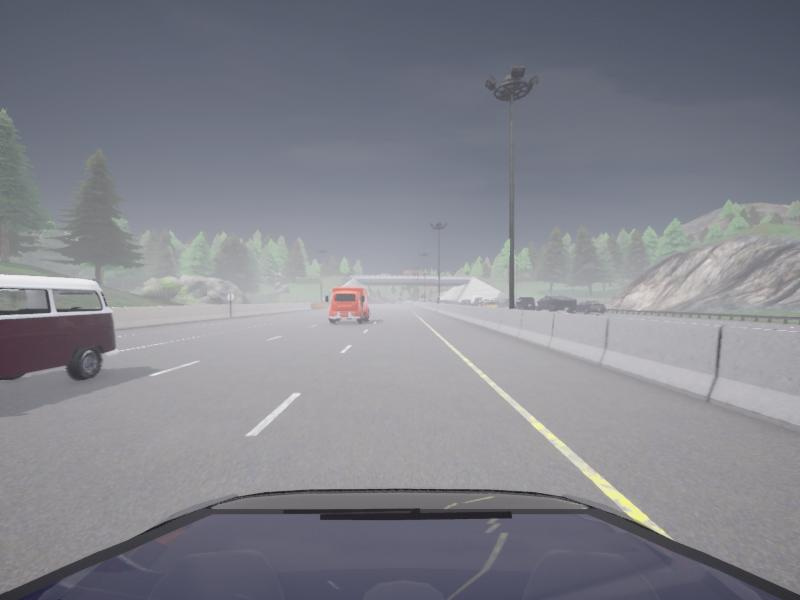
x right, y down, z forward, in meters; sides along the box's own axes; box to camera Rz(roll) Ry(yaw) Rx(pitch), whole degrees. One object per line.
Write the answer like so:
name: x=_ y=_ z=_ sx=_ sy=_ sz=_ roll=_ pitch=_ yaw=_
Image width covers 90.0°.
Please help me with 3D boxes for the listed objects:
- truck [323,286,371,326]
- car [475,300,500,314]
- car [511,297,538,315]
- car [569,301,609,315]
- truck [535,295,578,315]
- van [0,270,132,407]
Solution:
truck: x=-3.500 y=0.367 z=27.634 sx=2.627 sy=2.467 sz=5.204 roll=0 pitch=0 yaw=0
car: x=10.499 y=0.819 z=48.386 sx=1.801 sy=1.575 sz=5.366 roll=0 pitch=0 yaw=0
car: x=13.999 y=0.661 z=45.204 sx=1.905 sy=1.878 sz=3.866 roll=0 pitch=0 yaw=0
car: x=21.000 y=0.851 z=44.607 sx=2.128 sy=1.511 sz=4.902 roll=0 pitch=0 yaw=0
truck: x=17.499 y=0.559 z=45.102 sx=2.390 sy=2.098 sz=6.274 roll=0 pitch=0 yaw=0
van: x=-6.996 y=0.574 z=6.649 sx=2.069 sy=2.038 sz=4.480 roll=0 pitch=0 yaw=0
